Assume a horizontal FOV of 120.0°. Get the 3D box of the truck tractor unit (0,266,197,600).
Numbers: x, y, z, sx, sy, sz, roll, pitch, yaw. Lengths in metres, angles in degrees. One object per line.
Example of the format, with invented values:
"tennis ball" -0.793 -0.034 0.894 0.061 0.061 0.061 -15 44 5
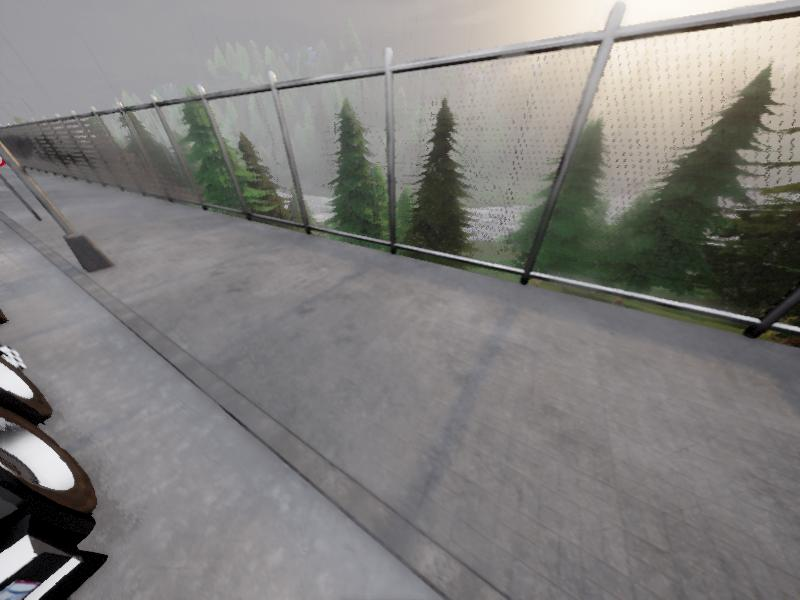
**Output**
"truck tractor unit" -5.119 -0.293 0.778 6.516 4.208 3.053 18 39 24
